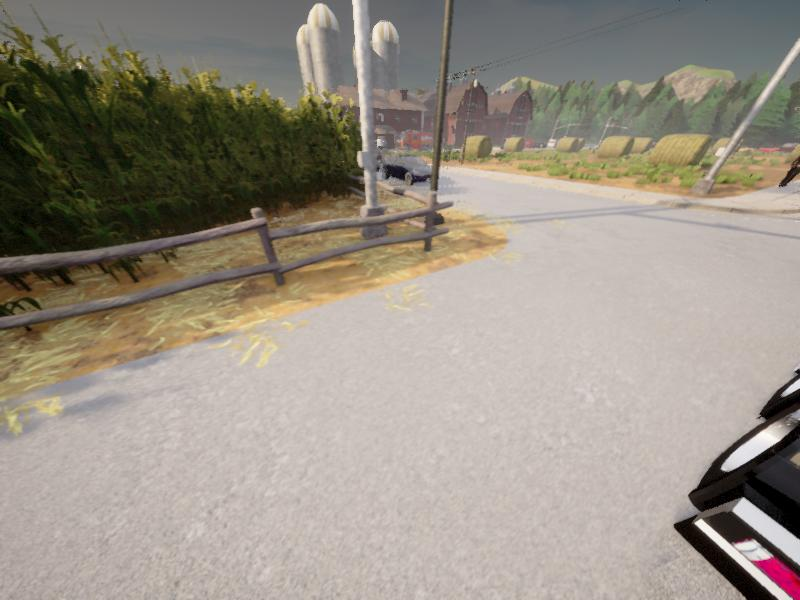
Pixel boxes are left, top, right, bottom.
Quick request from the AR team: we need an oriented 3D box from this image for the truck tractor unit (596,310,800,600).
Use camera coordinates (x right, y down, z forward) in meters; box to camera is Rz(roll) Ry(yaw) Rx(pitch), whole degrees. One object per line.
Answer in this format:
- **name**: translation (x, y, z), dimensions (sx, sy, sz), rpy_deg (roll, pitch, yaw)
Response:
- **truck tractor unit**: translation (5.185, -0.219, 0.667), dimensions (6.516, 4.208, 3.053), rpy_deg (-15, 38, -20)

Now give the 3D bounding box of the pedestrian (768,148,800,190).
- **pedestrian**: translation (20.591, -6.820, 11.970), dimensions (0.751, 1.860, 0.751), rpy_deg (-27, 43, -34)

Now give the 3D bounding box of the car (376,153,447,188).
- **car**: translation (0.529, -8.460, 14.842), dimensions (2.163, 1.488, 4.792), rpy_deg (-18, 39, -24)
